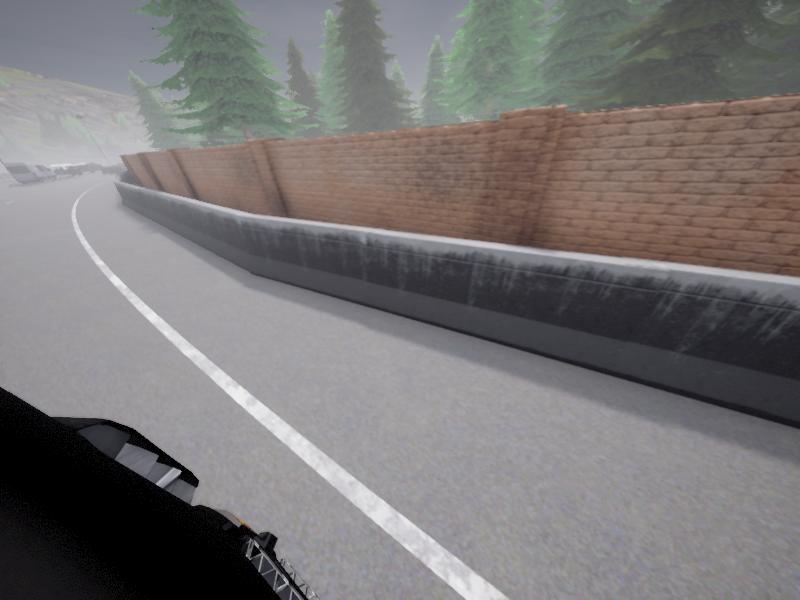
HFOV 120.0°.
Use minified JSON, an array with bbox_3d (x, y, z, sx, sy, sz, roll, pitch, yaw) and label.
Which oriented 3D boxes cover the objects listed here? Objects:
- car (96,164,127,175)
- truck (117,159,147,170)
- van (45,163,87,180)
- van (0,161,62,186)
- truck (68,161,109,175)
[{"bbox_3d":[-56.003,-25.512,45.025,1.882,1.535,5.008,-18,37,-21],"label":"car"},{"bbox_3d":[-73.000,-37.031,63.045,2.390,2.098,6.274,-13,35,-14],"label":"truck"},{"bbox_3d":[-55.804,-21.609,38.738,2.069,2.038,4.480,-20,37,-24],"label":"van"},{"bbox_3d":[-50.721,-17.673,32.012,1.988,2.561,5.915,-23,39,-27],"label":"van"},{"bbox_3d":[-66.577,-28.359,49.597,2.390,2.098,6.274,-16,36,-18],"label":"truck"}]
